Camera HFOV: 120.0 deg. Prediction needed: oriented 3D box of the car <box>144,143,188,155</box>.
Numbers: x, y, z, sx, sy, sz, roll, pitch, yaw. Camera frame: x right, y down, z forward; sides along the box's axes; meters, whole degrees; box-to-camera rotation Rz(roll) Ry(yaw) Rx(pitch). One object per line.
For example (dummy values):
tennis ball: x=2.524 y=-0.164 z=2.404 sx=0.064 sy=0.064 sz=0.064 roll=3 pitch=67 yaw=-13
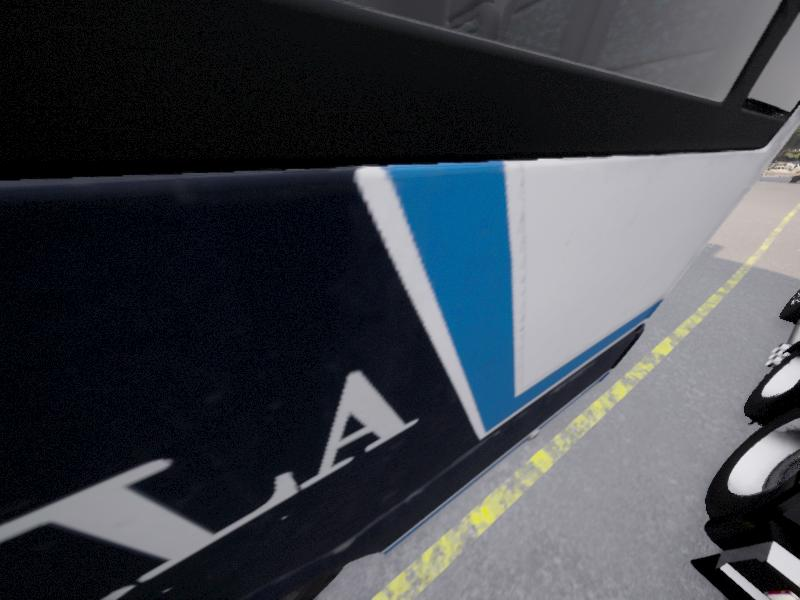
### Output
car: x=-39.737 y=-25.821 z=39.384 sx=4.856 sy=1.649 sz=2.033 roll=-21 pitch=40 yaw=-27

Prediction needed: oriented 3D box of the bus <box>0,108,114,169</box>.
bus: x=-35.054 y=-16.335 z=23.534 sx=3.944 sy=4.253 sz=10.273 roll=-20 pitch=40 yaw=-26

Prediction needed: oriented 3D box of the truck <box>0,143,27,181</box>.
truck: x=-26.727 y=-8.110 z=13.667 sx=2.390 sy=2.098 sz=6.274 roll=-20 pitch=40 yaw=-26

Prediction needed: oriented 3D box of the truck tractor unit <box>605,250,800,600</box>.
truck tractor unit: x=5.085 y=-0.326 z=0.818 sx=6.516 sy=4.208 sz=3.053 roll=-19 pitch=39 yaw=-25

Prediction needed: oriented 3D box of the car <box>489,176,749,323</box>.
car: x=4.361 y=-1.416 z=4.731 sx=4.514 sy=1.525 sz=2.007 roll=-18 pitch=39 yaw=-24

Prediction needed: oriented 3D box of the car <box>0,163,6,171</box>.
car: x=-33.656 y=-10.371 z=17.373 sx=2.128 sy=1.511 sz=4.902 roll=-20 pitch=40 yaw=-26

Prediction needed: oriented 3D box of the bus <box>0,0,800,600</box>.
bus: x=-3.278 y=0.076 z=0.148 sx=10.273 sy=4.253 sz=3.944 roll=-18 pitch=39 yaw=-24
